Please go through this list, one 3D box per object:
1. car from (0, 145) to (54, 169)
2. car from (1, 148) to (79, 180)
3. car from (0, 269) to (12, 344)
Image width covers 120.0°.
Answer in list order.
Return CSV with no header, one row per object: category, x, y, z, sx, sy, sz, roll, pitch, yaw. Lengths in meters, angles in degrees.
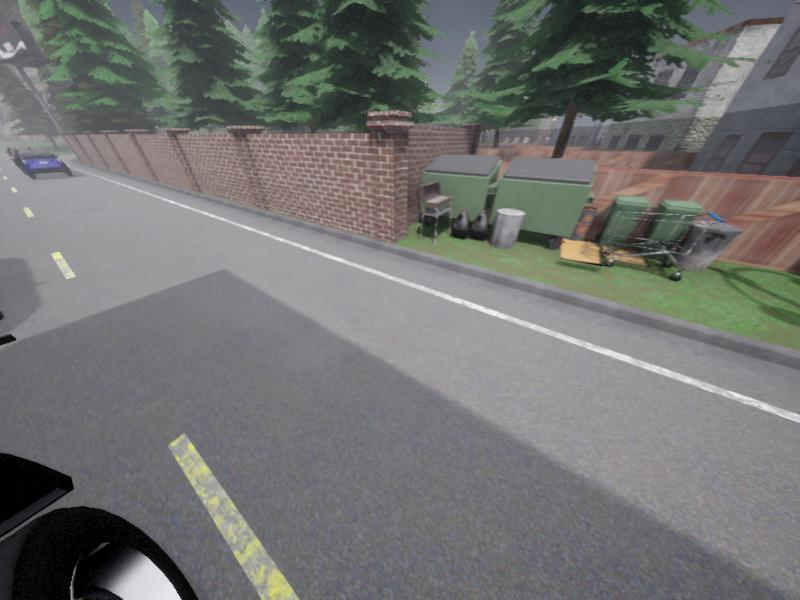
car,-31.950,-12.295,19.754,3.705,1.549,1.789,21,40,27
car,-23.983,-9.165,15.402,4.514,1.525,2.007,21,40,27
car,-7.537,-0.233,2.993,4.181,1.385,1.994,21,40,27
